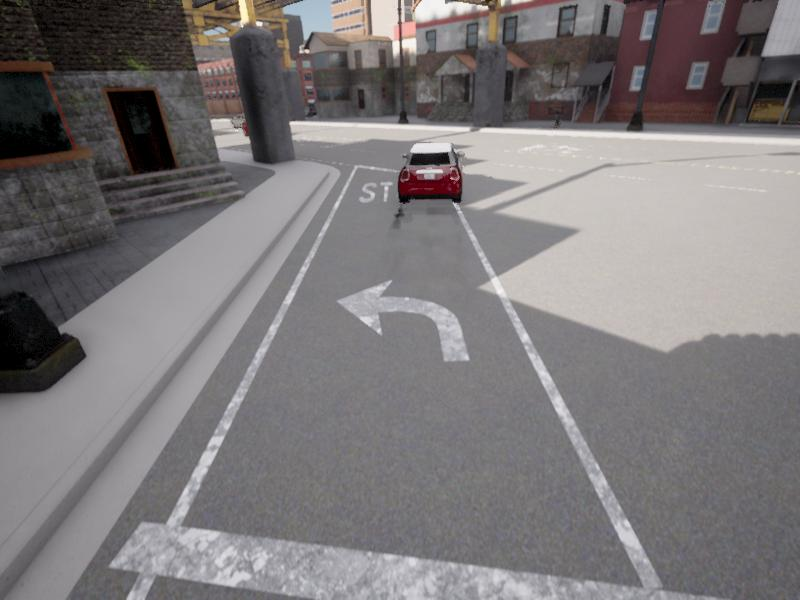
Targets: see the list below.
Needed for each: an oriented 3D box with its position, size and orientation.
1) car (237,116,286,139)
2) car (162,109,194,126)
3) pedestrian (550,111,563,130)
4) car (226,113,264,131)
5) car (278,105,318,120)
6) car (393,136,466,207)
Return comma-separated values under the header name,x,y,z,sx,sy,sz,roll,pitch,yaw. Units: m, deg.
name,x,y,z,sx,sy,sz,roll,pitch,yaw
car,-11.366,-14.193,32.827,4.193,1.474,1.816,23,37,40
car,-29.225,-24.044,52.663,3.866,1.878,1.905,20,36,37
pedestrian,10.406,-11.924,26.607,0.500,1.100,0.500,21,36,37
car,-15.981,-18.460,41.332,3.806,1.475,1.970,23,37,40
car,-13.933,-25.682,54.726,4.974,1.542,2.038,-9,28,-12
car,1.041,-4.207,12.776,1.970,1.475,3.806,1,28,7
